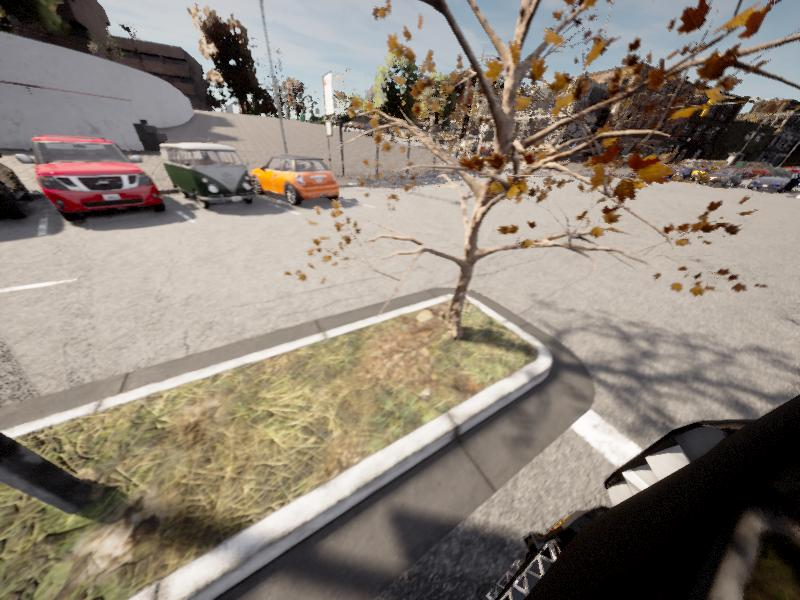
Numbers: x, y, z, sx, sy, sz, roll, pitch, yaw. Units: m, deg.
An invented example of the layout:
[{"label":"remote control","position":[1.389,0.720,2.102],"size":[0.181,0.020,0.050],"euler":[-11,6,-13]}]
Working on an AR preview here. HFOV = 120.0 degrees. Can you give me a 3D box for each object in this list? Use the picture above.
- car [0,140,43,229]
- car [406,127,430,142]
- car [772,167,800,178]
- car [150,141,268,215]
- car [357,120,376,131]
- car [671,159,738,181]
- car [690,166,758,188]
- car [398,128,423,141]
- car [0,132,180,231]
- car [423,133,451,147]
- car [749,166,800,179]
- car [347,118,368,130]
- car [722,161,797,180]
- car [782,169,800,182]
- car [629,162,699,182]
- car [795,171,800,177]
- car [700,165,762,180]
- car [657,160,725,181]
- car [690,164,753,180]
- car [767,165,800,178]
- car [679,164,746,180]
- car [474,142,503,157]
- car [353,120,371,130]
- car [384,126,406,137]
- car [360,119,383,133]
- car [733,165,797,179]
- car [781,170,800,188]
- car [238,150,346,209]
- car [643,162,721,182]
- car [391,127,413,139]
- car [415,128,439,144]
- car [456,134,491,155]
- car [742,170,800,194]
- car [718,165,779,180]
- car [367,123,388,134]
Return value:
[{"label":"car","position":[-12.655,-3.396,6.290],"size":[5.566,2.045,2.435],"euler":[26,40,31]},{"label":"car","position":[3.440,-31.586,44.137],"size":[1.878,1.987,4.442],"euler":[32,42,27]},{"label":"car","position":[70.571,-22.493,40.758],"size":[2.231,1.521,4.892],"euler":[-24,41,-34]},{"label":"car","position":[-7.342,-4.828,8.866],"size":[4.442,1.987,1.878],"euler":[26,39,32]},{"label":"car","position":[-8.655,-45.299,60.050],"size":[2.185,1.767,4.553],"euler":[30,41,27]},{"label":"car","position":[37.146,-16.072,28.426],"size":[1.878,1.987,4.442],"euler":[-27,43,-37]},{"label":"car","position":[29.786,-11.355,21.254],"size":[4.902,1.511,2.128],"euler":[-13,37,-22]},{"label":"car","position":[2.105,-33.255,46.454],"size":[1.946,1.575,5.366],"euler":[31,42,27]},{"label":"car","position":[-10.009,-4.133,7.586],"size":[5.566,2.045,2.435],"euler":[26,39,31]},{"label":"car","position":[6.477,-28.006,40.383],"size":[2.231,1.521,4.892],"euler":[31,42,28]},{"label":"car","position":[62.097,-20.980,37.908],"size":[2.097,1.535,5.008],"euler":[-25,41,-35]},{"label":"car","position":[-11.715,-48.655,63.935],"size":[2.435,2.045,5.566],"euler":[27,39,30]},{"label":"car","position":[53.719,-19.585,34.787],"size":[2.435,2.045,5.566],"euler":[-25,42,-36]},{"label":"car","position":[54.739,-16.692,31.065],"size":[5.357,1.411,2.033],"euler":[-11,36,-20]},{"label":"car","position":[28.802,-14.148,25.442],"size":[4.792,1.488,2.163],"euler":[29,42,35]},{"label":"car","position":[79.145,-24.090,43.324],"size":[1.878,1.987,4.442],"euler":[-23,40,-34]},{"label":"car","position":[45.338,-17.666,31.860],"size":[2.002,1.452,4.674],"euler":[-26,42,-36]},{"label":"car","position":[34.293,-15.439,27.464],"size":[2.185,1.767,4.553],"euler":[-27,43,-37]},{"label":"car","position":[42.569,-17.081,30.793],"size":[2.002,1.452,4.674],"euler":[-27,43,-36]},{"label":"car","position":[67.752,-22.096,39.741],"size":[2.185,1.767,4.553],"euler":[-24,41,-34]},{"label":"car","position":[39.807,-16.530,29.708],"size":[2.231,1.521,4.892],"euler":[-26,42,-37]},{"label":"car","position":[12.475,-21.091,32.490],"size":[2.002,1.452,4.674],"euler":[31,42,27]},{"label":"car","position":[-10.160,-46.991,62.054],"size":[2.185,1.767,4.553],"euler":[28,40,28]},{"label":"car","position":[-1.031,-36.592,50.318],"size":[2.002,1.452,4.674],"euler":[31,42,27]},{"label":"car","position":[-7.082,-43.672,57.999],"size":[2.435,2.045,5.566],"euler":[31,42,26]},{"label":"car","position":[56.484,-19.930,35.948],"size":[2.097,1.535,5.008],"euler":[-25,41,-35]},{"label":"car","position":[41.883,-12.232,23.417],"size":[4.792,1.488,2.163],"euler":[-12,36,-21]},{"label":"car","position":[-4.800,-5.514,10.261],"size":[4.553,1.767,2.185],"euler":[26,40,32]},{"label":"car","position":[31.704,-14.630,26.289],"size":[5.366,1.575,1.946],"euler":[29,41,35]},{"label":"car","position":[0.485,-34.870,48.341],"size":[2.002,1.452,4.674],"euler":[31,42,27]},{"label":"car","position":[4.943,-29.860,42.153],"size":[1.878,1.987,4.442],"euler":[32,42,27]},{"label":"car","position":[11.021,-23.054,34.312],"size":[2.435,2.045,5.566],"euler":[31,42,28]},{"label":"car","position":[30.721,-9.708,18.879],"size":[4.193,1.474,1.816],"euler":[-13,37,-22]},{"label":"car","position":[50.894,-18.795,33.935],"size":[2.002,1.452,4.674],"euler":[-26,42,-36]},{"label":"car","position":[-5.449,-41.847,56.324],"size":[1.946,1.575,5.366],"euler":[31,42,27]}]
